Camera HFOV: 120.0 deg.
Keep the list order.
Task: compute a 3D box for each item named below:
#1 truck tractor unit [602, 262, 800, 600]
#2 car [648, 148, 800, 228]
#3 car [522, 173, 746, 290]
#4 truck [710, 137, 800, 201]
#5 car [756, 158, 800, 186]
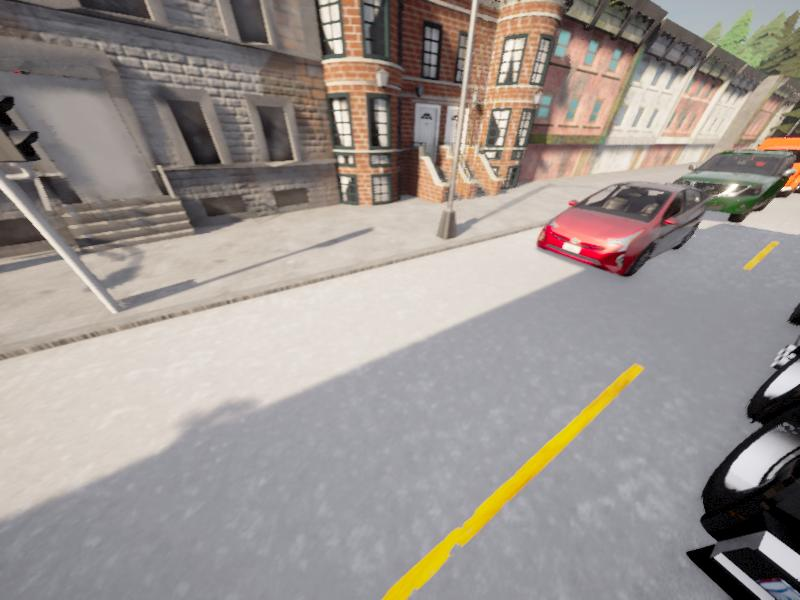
[{"bbox_3d":[5.109,-0.303,0.789,6.516,4.208,3.053,-18,39,-24],"label":"truck tractor unit"},{"bbox_3d":[12.592,-4.472,8.769,5.566,2.045,2.150,-18,39,-24],"label":"car"},{"bbox_3d":[5.492,-1.949,5.529,4.514,1.525,2.007,-18,39,-24],"label":"car"},{"bbox_3d":[19.985,-7.030,12.145,5.204,2.467,2.627,-18,39,-24],"label":"truck"},{"bbox_3d":[26.904,-8.777,15.753,4.718,1.301,1.895,-18,39,-25],"label":"car"}]
